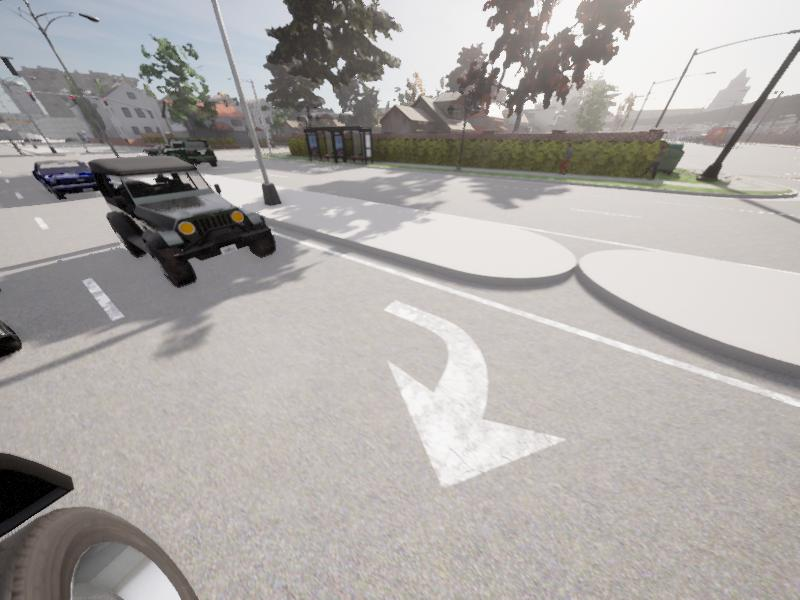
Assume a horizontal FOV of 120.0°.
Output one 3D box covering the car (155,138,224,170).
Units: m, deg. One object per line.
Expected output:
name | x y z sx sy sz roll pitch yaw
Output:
car | -18.145 -12.649 19.900 5.566 2.045 2.150 21 40 27

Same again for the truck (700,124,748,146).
truck | 72.399 -37.070 51.929 2.891 3.827 8.468 21 42 27

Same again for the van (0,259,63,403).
van | -6.319 -0.168 2.336 4.480 2.038 2.069 20 39 26

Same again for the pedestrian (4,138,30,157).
pedestrian | -47.177 -18.759 28.447 0.751 1.860 0.751 -30 45 -35

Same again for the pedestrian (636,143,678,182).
pedestrian | 14.848 -7.992 13.418 0.751 1.860 0.751 19 39 24

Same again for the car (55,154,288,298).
car | -4.671 -1.870 4.878 3.866 1.878 1.905 21 40 27

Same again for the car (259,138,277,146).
car | -32.572 -38.926 56.903 3.806 1.475 1.970 21 40 27

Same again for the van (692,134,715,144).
van | 78.405 -41.722 59.704 2.069 2.038 4.480 21 42 27

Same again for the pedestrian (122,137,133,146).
pedestrian | -62.910 -36.594 53.318 0.751 1.860 0.751 22 40 27

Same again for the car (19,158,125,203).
car | -15.211 -5.682 10.708 4.718 1.301 1.895 21 40 27

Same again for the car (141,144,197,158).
car | -29.909 -19.418 30.047 1.895 1.301 4.718 21 40 27

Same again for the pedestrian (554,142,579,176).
pedestrian | 10.895 -9.245 15.162 0.751 1.860 0.751 20 40 25
